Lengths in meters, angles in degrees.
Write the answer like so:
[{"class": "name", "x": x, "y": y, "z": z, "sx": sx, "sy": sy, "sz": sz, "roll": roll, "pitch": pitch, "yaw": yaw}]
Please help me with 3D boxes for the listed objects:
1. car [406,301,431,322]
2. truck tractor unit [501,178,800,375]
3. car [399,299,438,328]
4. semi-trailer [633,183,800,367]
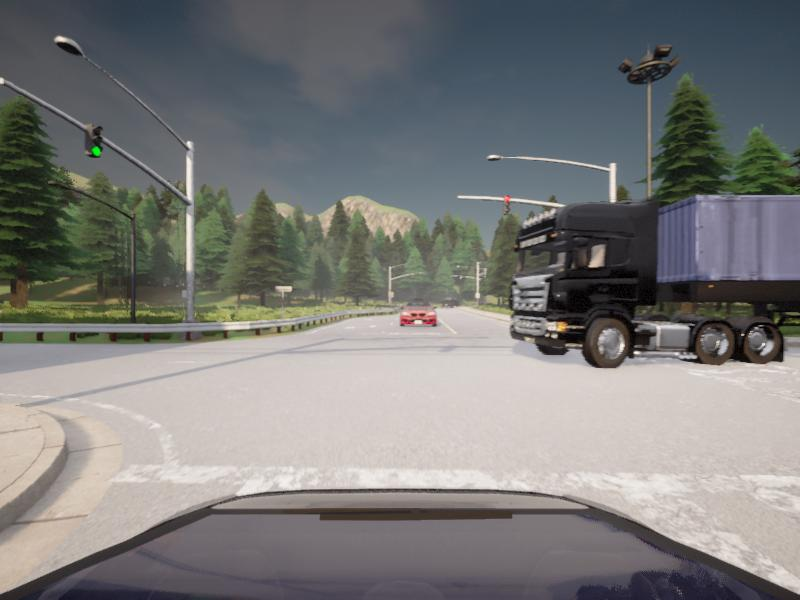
[{"class": "car", "x": 1.430, "y": 0.852, "z": 31.271, "sx": 1.816, "sy": 1.474, "sz": 4.193, "roll": 0, "pitch": 0, "yaw": 3}, {"class": "truck tractor unit", "x": 6.409, "y": -0.498, "z": 10.643, "sx": 6.516, "sy": 4.208, "sz": 3.053, "roll": 0, "pitch": 0, "yaw": -10}, {"class": "car", "x": 1.162, "y": 0.755, "z": 25.176, "sx": 2.242, "sy": 1.667, "sz": 4.611, "roll": 0, "pitch": 0, "yaw": 3}, {"class": "semi-trailer", "x": 14.293, "y": -0.608, "z": 10.756, "sx": 14.254, "sy": 4.402, "sz": 2.717, "roll": 0, "pitch": 0, "yaw": 2}]
